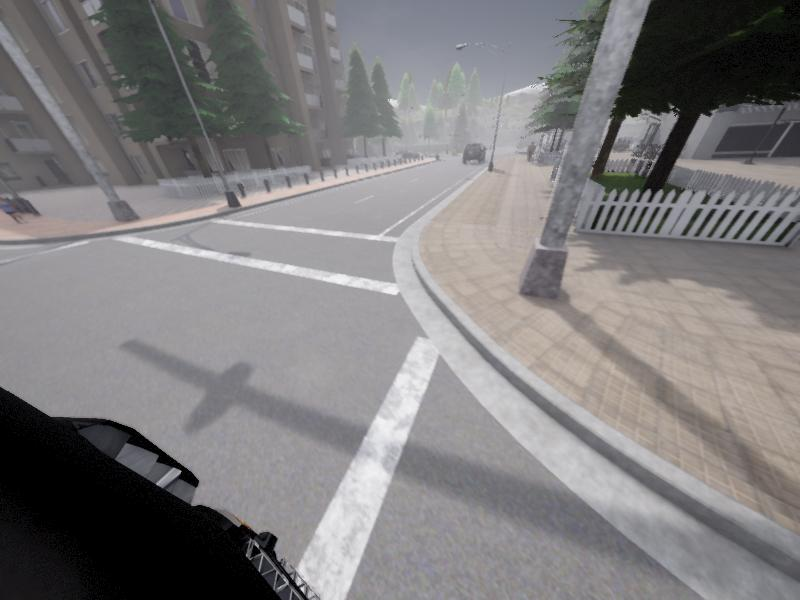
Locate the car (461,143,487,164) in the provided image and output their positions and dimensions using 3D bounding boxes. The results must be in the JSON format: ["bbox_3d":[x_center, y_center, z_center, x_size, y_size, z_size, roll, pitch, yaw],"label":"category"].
[{"bbox_3d":[9.630,-18.910,29.769,2.150,2.045,5.566,11,36,21],"label":"car"}]

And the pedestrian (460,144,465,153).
[{"bbox_3d":[15.427,-37.534,57.128,0.751,1.860,0.751,11,36,20],"label":"pedestrian"}]

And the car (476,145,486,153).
[{"bbox_3d":[20.079,-37.496,57.292,1.789,1.549,3.705,11,36,21],"label":"car"}]

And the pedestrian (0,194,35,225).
[{"bbox_3d":[-15.847,-3.671,9.376,0.500,1.100,0.500,9,36,18],"label":"pedestrian"}]

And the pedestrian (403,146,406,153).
[{"bbox_3d":[1.397,-50.966,78.379,0.751,1.860,0.751,-10,34,-11],"label":"pedestrian"}]

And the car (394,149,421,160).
[{"bbox_3d":[1.525,-28.620,45.458,4.792,1.488,2.163,10,36,19],"label":"car"}]

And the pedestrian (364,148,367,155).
[{"bbox_3d":[-11.395,-48.838,76.176,0.751,1.860,0.751,-21,38,-25],"label":"pedestrian"}]

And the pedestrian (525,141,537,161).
[{"bbox_3d":[14.612,-16.590,25.736,0.751,1.860,0.751,12,37,22],"label":"pedestrian"}]

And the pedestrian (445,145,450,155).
[{"bbox_3d":[10.009,-31.739,48.846,0.751,1.860,0.751,2,34,7],"label":"pedestrian"}]

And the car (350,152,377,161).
[{"bbox_3d":[-7.791,-30.488,49.062,5.357,1.411,2.033,12,36,21],"label":"car"}]

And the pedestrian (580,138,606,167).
[{"bbox_3d":[15.190,-11.627,18.212,0.751,1.860,0.751,-16,36,-19],"label":"pedestrian"}]
